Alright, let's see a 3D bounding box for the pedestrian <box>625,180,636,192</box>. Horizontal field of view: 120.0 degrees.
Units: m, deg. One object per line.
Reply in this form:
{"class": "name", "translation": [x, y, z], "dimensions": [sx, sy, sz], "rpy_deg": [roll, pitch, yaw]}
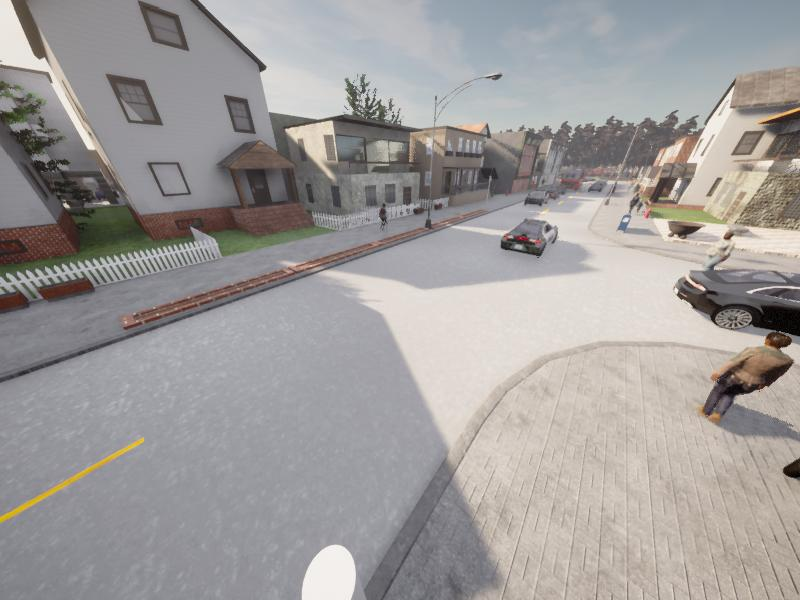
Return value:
{"class": "pedestrian", "translation": [39.980, -19.744, 40.085], "dimensions": [0.751, 1.860, 0.751], "rpy_deg": [26, 39, 38]}

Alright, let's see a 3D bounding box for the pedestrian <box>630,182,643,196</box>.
{"class": "pedestrian", "translation": [35.755, -16.785, 34.961], "dimensions": [0.751, 1.860, 0.751], "rpy_deg": [23, 37, 34]}

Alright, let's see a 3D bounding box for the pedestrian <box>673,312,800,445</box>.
{"class": "pedestrian", "translation": [5.480, 1.258, 3.712], "dimensions": [0.751, 1.860, 0.751], "rpy_deg": [-27, 39, -38]}

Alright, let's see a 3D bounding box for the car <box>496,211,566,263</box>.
{"class": "car", "translation": [7.450, -3.737, 12.948], "dimensions": [2.038, 1.542, 4.974], "rpy_deg": [23, 37, 34]}

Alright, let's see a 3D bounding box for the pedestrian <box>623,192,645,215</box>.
{"class": "pedestrian", "translation": [21.735, -9.017, 21.490], "dimensions": [0.751, 1.860, 0.751], "rpy_deg": [22, 37, 33]}

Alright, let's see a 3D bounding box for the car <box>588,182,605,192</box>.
{"class": "car", "translation": [36.877, -21.181, 43.322], "dimensions": [1.994, 1.385, 4.181], "rpy_deg": [23, 37, 34]}

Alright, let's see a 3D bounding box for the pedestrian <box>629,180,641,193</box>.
{"class": "pedestrian", "translation": [40.189, -19.402, 39.494], "dimensions": [0.751, 1.860, 0.751], "rpy_deg": [23, 37, 34]}

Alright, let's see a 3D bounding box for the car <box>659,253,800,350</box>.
{"class": "car", "translation": [10.870, 0.225, 6.104], "dimensions": [4.902, 1.511, 2.128], "rpy_deg": [20, 36, 31]}

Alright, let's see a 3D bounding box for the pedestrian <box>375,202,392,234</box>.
{"class": "pedestrian", "translation": [-1.081, -5.479, 15.378], "dimensions": [0.751, 1.860, 0.751], "rpy_deg": [26, 39, 37]}

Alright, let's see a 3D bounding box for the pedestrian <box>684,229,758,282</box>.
{"class": "pedestrian", "translation": [12.551, -1.747, 9.122], "dimensions": [0.751, 1.860, 0.751], "rpy_deg": [10, 31, 16]}

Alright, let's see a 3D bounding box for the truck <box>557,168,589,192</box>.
{"class": "truck", "translation": [33.531, -23.368, 44.655], "dimensions": [2.891, 3.827, 8.468], "rpy_deg": [23, 37, 34]}

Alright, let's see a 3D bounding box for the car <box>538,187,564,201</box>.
{"class": "car", "translation": [21.579, -15.203, 32.970], "dimensions": [1.994, 1.385, 4.181], "rpy_deg": [23, 37, 34]}

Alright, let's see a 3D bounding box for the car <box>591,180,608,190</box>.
{"class": "car", "translation": [41.990, -24.236, 48.589], "dimensions": [2.033, 1.411, 5.357], "rpy_deg": [23, 37, 34]}

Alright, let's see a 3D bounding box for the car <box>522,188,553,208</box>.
{"class": "car", "translation": [16.653, -12.450, 27.928], "dimensions": [1.930, 1.638, 5.238], "rpy_deg": [22, 37, 33]}

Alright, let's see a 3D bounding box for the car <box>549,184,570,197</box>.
{"class": "car", "translation": [25.442, -17.573, 36.878], "dimensions": [1.789, 1.549, 3.705], "rpy_deg": [23, 38, 34]}

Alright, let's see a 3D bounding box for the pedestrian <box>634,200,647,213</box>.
{"class": "pedestrian", "translation": [23.235, -9.085, 22.368], "dimensions": [0.500, 1.100, 0.500], "rpy_deg": [23, 37, 34]}

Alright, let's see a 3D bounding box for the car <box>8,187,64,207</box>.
{"class": "car", "translation": [-43.673, -12.532, 27.911], "dimensions": [2.242, 1.667, 4.611], "rpy_deg": [-23, 37, -34]}
